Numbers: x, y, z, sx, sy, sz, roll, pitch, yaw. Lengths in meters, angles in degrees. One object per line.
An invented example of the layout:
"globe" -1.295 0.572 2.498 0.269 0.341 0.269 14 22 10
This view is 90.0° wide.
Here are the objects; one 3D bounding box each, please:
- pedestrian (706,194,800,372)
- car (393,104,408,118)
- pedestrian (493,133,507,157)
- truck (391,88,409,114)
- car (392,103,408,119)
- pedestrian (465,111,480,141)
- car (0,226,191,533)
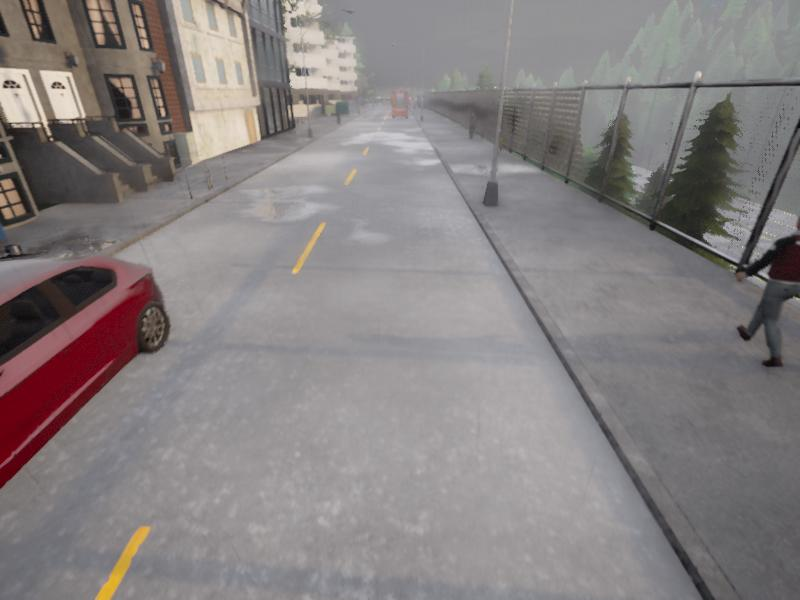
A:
"pedestrian" 4.454 -0.185 4.620 0.751 1.860 0.751 5 28 10
"car" 0.025 -28.764 60.774 2.152 1.651 5.027 0 27 0
"pedestrian" 5.076 -7.843 20.266 0.500 1.100 0.500 1 27 2
"truck" 0.034 -34.314 68.799 2.891 3.827 8.468 0 27 0
"car" 0.022 -25.691 54.334 2.097 1.767 4.553 0 27 0
"pedestrian" 4.849 -11.691 26.885 0.751 1.860 0.751 1 27 2
"car" -3.997 0.650 3.706 1.816 1.474 4.193 0 27 0
